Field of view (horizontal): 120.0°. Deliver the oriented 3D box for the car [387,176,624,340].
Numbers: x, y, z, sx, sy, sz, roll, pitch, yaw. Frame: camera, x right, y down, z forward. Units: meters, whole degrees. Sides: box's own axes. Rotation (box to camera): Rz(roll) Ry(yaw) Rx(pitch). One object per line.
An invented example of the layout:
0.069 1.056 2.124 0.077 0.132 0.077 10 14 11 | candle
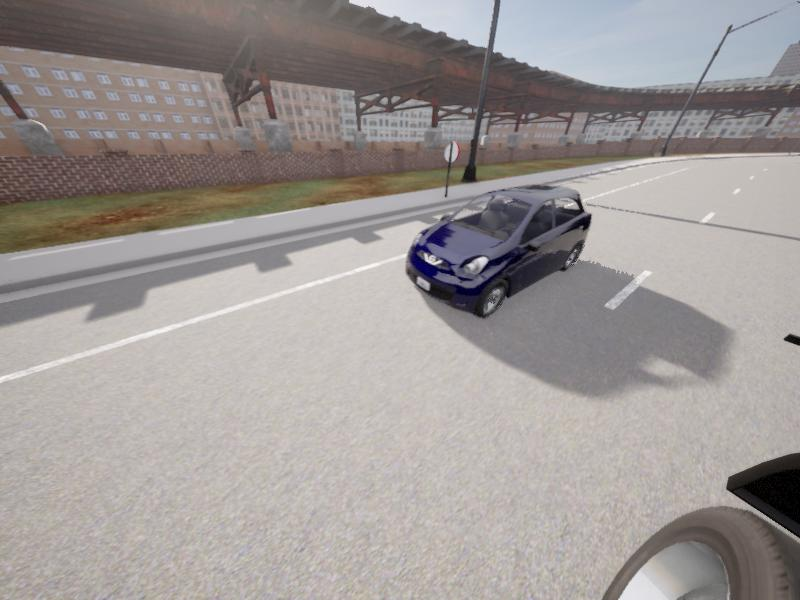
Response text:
1.828 -1.129 4.151 3.633 1.501 1.845 -23 41 -28 | car
